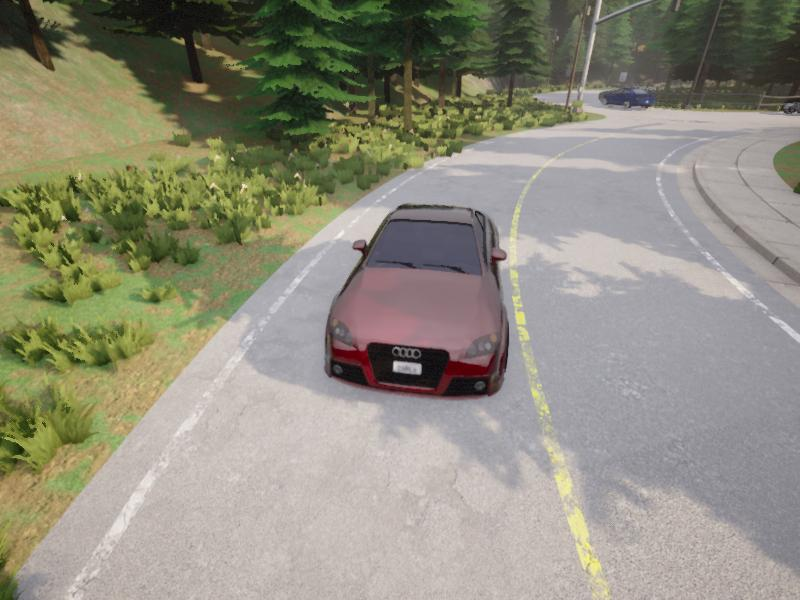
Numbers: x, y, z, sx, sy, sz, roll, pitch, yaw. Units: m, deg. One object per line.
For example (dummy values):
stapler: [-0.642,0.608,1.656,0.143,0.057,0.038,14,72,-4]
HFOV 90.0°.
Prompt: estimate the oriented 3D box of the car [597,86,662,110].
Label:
car: [19.320,-17.207,34.008,1.882,1.535,5.008,-5,31,-9]

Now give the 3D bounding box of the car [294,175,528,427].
car: [0.405,-0.485,5.490,1.994,1.385,4.181,5,31,8]

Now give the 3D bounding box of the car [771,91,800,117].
car: [29.845,-13.819,28.176,4.902,1.511,2.128,1,30,2]
